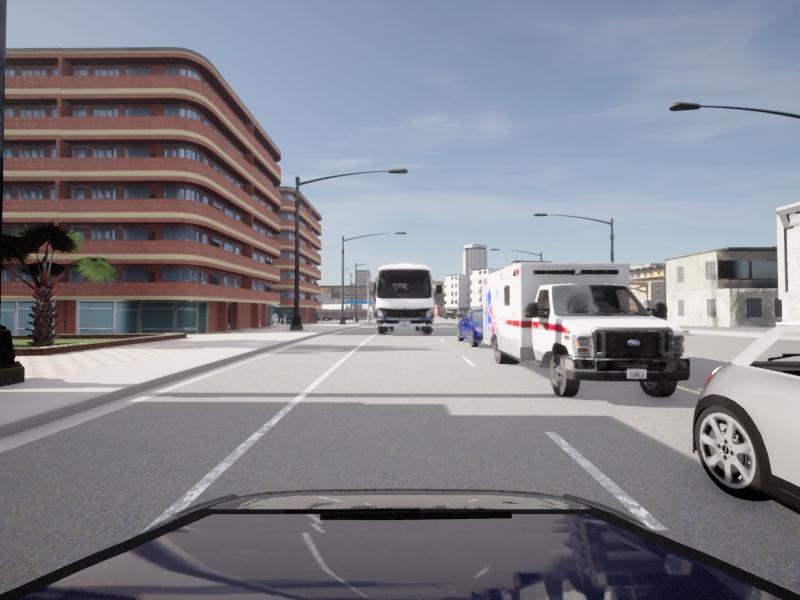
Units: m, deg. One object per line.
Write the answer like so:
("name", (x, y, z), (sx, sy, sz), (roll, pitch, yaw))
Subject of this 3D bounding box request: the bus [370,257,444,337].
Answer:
("bus", (0.420, 0.053, 26.498), (3.944, 4.253, 10.273), (0, -2, 1))

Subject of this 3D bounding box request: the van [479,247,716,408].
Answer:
("van", (3.611, 0.459, 9.232), (2.351, 2.431, 6.366), (0, -1, 1))

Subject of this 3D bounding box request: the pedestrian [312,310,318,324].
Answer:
("pedestrian", (-11.357, 2.220, 53.315), (0.751, 1.860, 0.751), (0, -1, -6))

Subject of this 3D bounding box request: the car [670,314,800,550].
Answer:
("car", (3.537, 0.858, 1.899), (1.970, 1.475, 3.806), (0, 0, 1))

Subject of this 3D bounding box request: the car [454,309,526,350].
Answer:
("car", (3.517, 1.107, 16.510), (1.812, 1.442, 4.674), (0, -2, -1))
